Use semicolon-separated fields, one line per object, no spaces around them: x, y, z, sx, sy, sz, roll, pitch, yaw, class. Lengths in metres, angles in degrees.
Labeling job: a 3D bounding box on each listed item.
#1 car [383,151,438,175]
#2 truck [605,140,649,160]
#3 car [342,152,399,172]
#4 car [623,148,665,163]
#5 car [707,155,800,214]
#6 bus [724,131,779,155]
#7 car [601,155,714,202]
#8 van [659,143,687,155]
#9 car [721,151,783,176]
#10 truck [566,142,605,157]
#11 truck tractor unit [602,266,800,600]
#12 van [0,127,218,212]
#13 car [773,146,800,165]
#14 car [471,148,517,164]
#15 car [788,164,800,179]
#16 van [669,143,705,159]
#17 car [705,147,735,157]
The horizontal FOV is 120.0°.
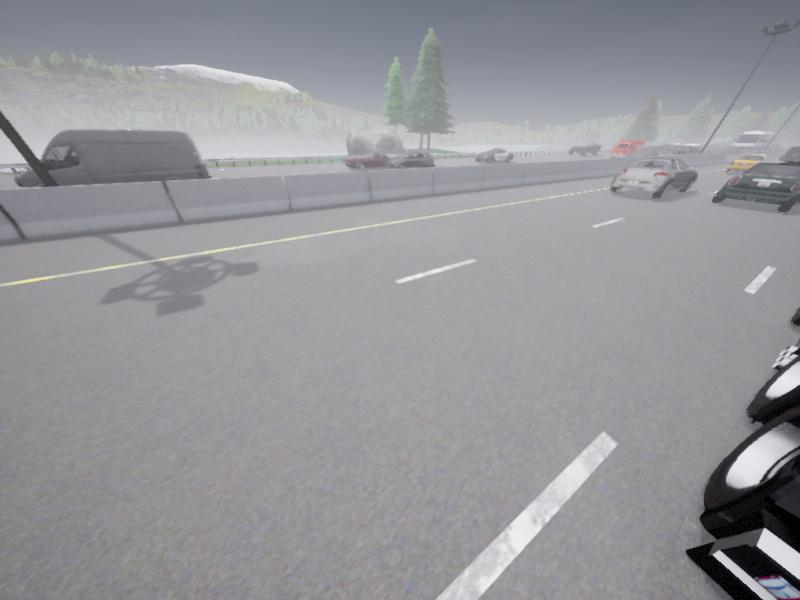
0.891;-11.600;19.424;4.193;1.474;1.816;-18;39;-24;car
34.570;-22.899;35.189;5.204;2.467;2.627;-19;39;-26;truck
-2.617;-12.706;21.133;4.718;1.301;1.895;-18;39;-24;car
32.975;-19.575;31.220;4.902;1.511;2.128;-18;39;-24;car
16.344;-5.180;10.079;4.553;1.767;2.097;-18;39;-24;car
79.416;-35.470;52.189;10.273;4.253;3.944;-18;39;-24;bus
13.381;-6.460;12.040;5.027;1.651;2.152;-18;39;-24;car
59.036;-32.719;49.956;4.480;2.038;2.069;-18;39;-24;van
31.059;-12.095;20.377;5.366;1.575;1.801;-18;39;-24;car
32.789;-26.651;40.883;6.274;2.098;2.390;-18;39;-24;truck
5.118;-0.291;0.785;6.516;4.208;3.053;-18;39;-24;truck tractor unit
-11.870;-5.660;9.808;5.915;2.561;1.988;-18;39;-24;van
50.288;-18.370;29.343;3.866;1.878;1.905;-18;39;-24;car
11.291;-17.331;27.740;4.974;1.542;2.038;-16;37;-23;car
32.865;-10.331;17.950;3.806;1.475;1.970;-18;39;-24;car
46.413;-24.090;37.403;4.480;2.038;2.069;-17;39;-24;van
62.511;-28.991;45.150;4.902;1.511;2.128;-18;39;-24;car
